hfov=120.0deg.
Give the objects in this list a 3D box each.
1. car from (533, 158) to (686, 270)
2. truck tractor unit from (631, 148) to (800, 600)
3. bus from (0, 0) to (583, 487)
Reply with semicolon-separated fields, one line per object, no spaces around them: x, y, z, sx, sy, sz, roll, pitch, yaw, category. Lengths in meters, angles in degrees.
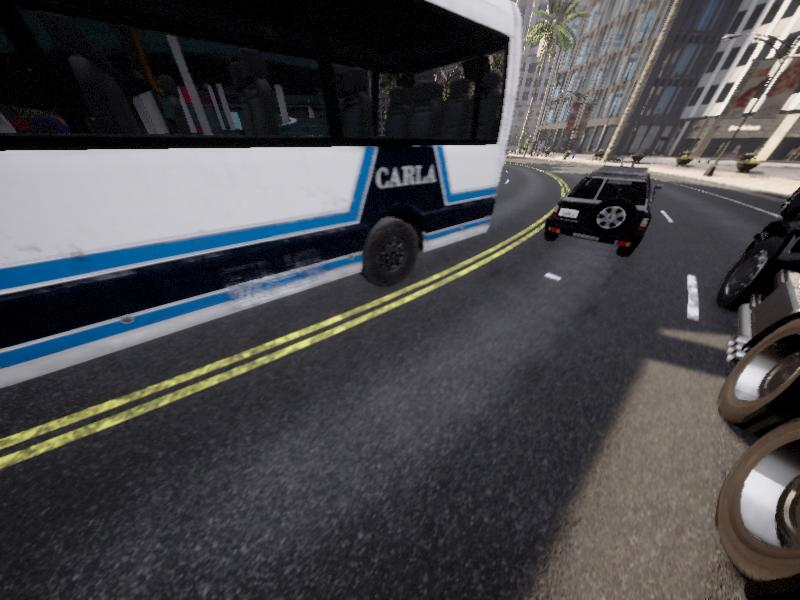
5.831;-2.745;6.467;1.932;1.855;4.605;28;43;34;car
4.904;-0.463;1.039;6.516;4.208;3.053;-26;43;-33;truck tractor unit
-2.657;-1.895;3.101;10.273;4.253;3.944;-23;41;-30;bus
